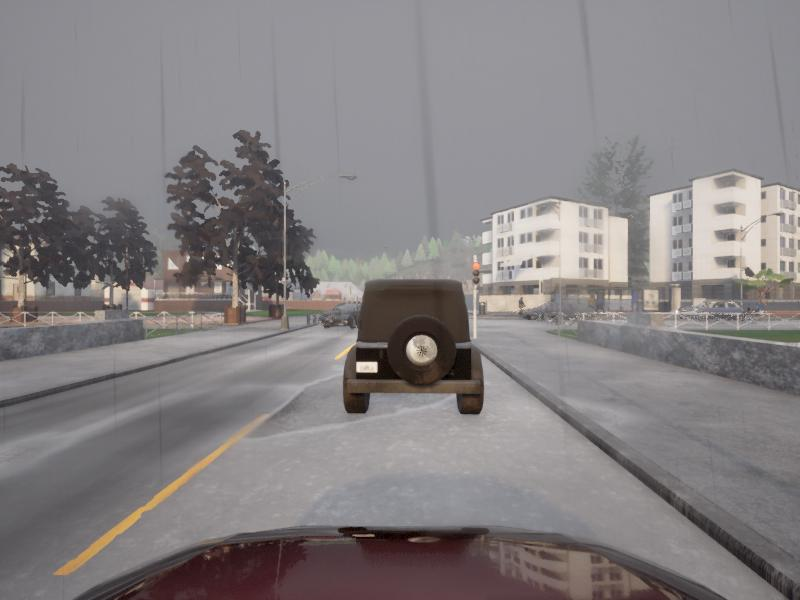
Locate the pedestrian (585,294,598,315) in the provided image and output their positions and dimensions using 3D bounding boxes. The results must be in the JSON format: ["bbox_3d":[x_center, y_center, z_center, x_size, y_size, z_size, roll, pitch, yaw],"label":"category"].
[{"bbox_3d":[17.251,0.417,36.044,0.751,1.860,0.751,0,0,1],"label":"pedestrian"}]

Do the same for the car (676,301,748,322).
[{"bbox_3d":[23.199,0.853,29.832,3.806,1.475,1.970,0,0,2],"label":"car"}]

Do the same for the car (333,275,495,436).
[{"bbox_3d":[0.220,0.646,6.640,1.905,1.878,3.866,0,0,2],"label":"car"}]

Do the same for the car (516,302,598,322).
[{"bbox_3d":[11.734,0.895,30.220,5.357,1.411,2.033,0,0,2],"label":"car"}]

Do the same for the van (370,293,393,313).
[{"bbox_3d":[-2.300,0.379,51.361,2.351,2.431,6.366,0,0,2],"label":"van"}]

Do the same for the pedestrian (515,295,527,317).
[{"bbox_3d":[10.753,0.524,35.604,0.751,1.860,0.751,0,0,-9],"label":"pedestrian"}]

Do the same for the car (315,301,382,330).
[{"bbox_3d":[-2.819,0.844,23.236,1.837,1.490,4.892,-2,0,20],"label":"car"}]
